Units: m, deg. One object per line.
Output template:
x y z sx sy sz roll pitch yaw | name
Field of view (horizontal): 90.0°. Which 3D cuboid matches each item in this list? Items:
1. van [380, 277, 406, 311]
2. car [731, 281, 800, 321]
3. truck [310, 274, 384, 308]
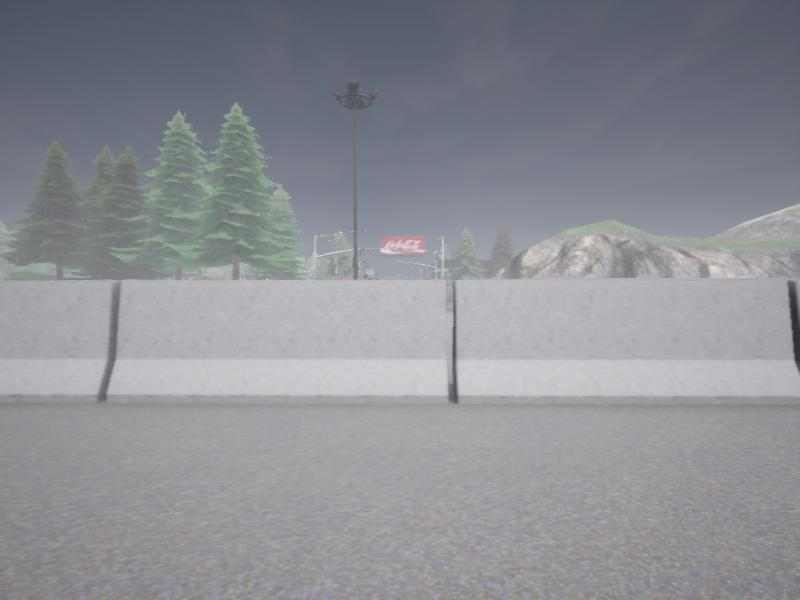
-0.577 -0.475 33.524 1.988 2.561 5.915 0 0 0 | van
19.001 0.043 19.699 3.866 1.878 1.905 0 0 0 | car
-6.481 -0.995 48.380 8.468 3.827 2.891 -1 -1 20 | truck
